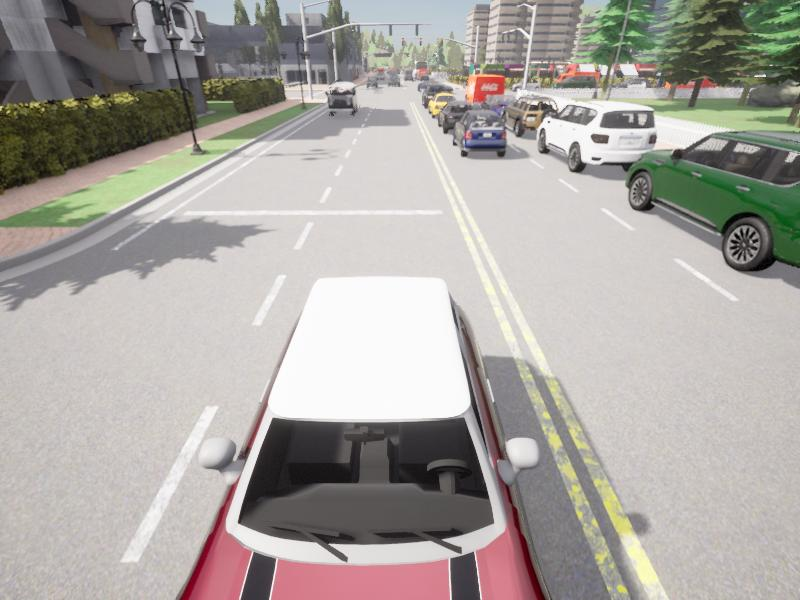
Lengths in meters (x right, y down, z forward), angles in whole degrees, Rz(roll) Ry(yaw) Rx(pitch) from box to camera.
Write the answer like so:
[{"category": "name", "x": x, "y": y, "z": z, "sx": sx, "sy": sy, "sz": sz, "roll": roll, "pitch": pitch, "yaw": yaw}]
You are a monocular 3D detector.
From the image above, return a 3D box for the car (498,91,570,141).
[{"category": "car", "x": 6.602, "y": -9.466, "z": 20.356, "sx": 1.932, "sy": 1.855, "sz": 4.605, "roll": 0, "pitch": 30, "yaw": -1}]

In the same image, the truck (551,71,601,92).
[{"category": "truck", "x": 23.906, "y": -29.761, "z": 54.520, "sx": 5.204, "sy": 2.467, "sz": 2.627, "roll": -1, "pitch": 30, "yaw": -2}]

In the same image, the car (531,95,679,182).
[{"category": "car", "x": 6.681, "y": -5.881, "z": 14.053, "sx": 2.150, "sy": 2.045, "sz": 5.566, "roll": 0, "pitch": 30, "yaw": -1}]

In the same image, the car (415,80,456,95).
[{"category": "car", "x": 4.479, "y": -27.027, "z": 50.814, "sx": 4.792, "sy": 1.488, "sz": 2.163, "roll": 20, "pitch": 36, "yaw": 30}]

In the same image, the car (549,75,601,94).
[{"category": "car", "x": 22.465, "y": -27.789, "z": 51.553, "sx": 5.566, "sy": 2.045, "sz": 2.150, "roll": -1, "pitch": 30, "yaw": -2}]

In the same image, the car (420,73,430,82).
[{"category": "car", "x": 5.696, "y": -51.198, "z": 92.027, "sx": 1.930, "sy": 1.638, "sz": 5.238, "roll": 0, "pitch": 30, "yaw": -1}]

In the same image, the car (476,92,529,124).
[{"category": "car", "x": 6.530, "y": -12.588, "z": 26.094, "sx": 2.163, "sy": 1.488, "sz": 4.792, "roll": 0, "pitch": 30, "yaw": -1}]

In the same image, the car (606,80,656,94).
[{"category": "car", "x": 29.912, "y": -27.702, "z": 51.915, "sx": 4.974, "sy": 1.542, "sz": 2.038, "roll": -1, "pitch": 30, "yaw": -2}]

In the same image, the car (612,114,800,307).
[{"category": "car", "x": 6.766, "y": -2.198, "z": 7.747, "sx": 2.150, "sy": 2.045, "sz": 5.566, "roll": 0, "pitch": 30, "yaw": -1}]

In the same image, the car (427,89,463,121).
[{"category": "car", "x": 3.010, "y": -13.554, "z": 27.649, "sx": 1.801, "sy": 1.575, "sz": 5.366, "roll": 0, "pitch": 30, "yaw": -1}]

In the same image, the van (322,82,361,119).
[{"category": "van", "x": -3.998, "y": -14.196, "z": 28.294, "sx": 2.069, "sy": 2.038, "sz": 4.480, "roll": 0, "pitch": 30, "yaw": -1}]

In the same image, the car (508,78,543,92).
[{"category": "car", "x": 17.117, "y": -29.306, "z": 54.586, "sx": 3.988, "sy": 1.617, "sz": 1.851, "roll": 0, "pitch": 30, "yaw": 0}]

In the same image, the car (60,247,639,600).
[{"category": "car", "x": -0.172, "y": 1.061, "z": 2.753, "sx": 1.970, "sy": 1.475, "sz": 3.806, "roll": 0, "pitch": 30, "yaw": 0}]

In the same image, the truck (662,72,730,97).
[{"category": "truck", "x": 33.694, "y": -24.646, "z": 45.751, "sx": 5.204, "sy": 2.467, "sz": 2.627, "roll": -1, "pitch": 30, "yaw": -2}]

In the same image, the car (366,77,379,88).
[{"category": "car", "x": -4.461, "y": -35.297, "z": 64.879, "sx": 1.789, "sy": 1.549, "sz": 3.705, "roll": 0, "pitch": 30, "yaw": -1}]

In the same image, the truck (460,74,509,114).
[{"category": "truck", "x": 6.461, "y": -16.232, "z": 31.352, "sx": 2.627, "sy": 2.467, "sz": 5.204, "roll": 0, "pitch": 30, "yaw": 0}]

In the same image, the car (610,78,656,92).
[{"category": "car", "x": 32.009, "y": -29.557, "z": 54.975, "sx": 4.856, "sy": 1.649, "sz": 2.033, "roll": -1, "pitch": 30, "yaw": -2}]

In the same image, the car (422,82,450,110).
[{"category": "car", "x": 2.934, "y": -17.236, "z": 33.657, "sx": 1.932, "sy": 1.855, "sz": 4.605, "roll": 0, "pitch": 30, "yaw": -1}]

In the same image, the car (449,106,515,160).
[{"category": "car", "x": 3.157, "y": -6.833, "z": 16.170, "sx": 1.789, "sy": 1.549, "sz": 3.705, "roll": 0, "pitch": 30, "yaw": -1}]

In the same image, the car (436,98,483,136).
[{"category": "car", "x": 3.086, "y": -9.986, "z": 21.646, "sx": 1.816, "sy": 1.474, "sz": 4.193, "roll": 0, "pitch": 30, "yaw": -1}]
